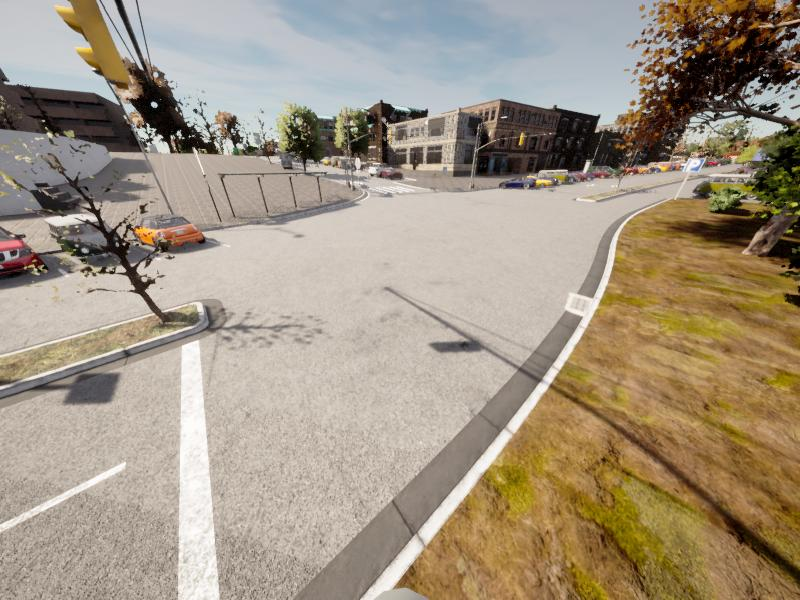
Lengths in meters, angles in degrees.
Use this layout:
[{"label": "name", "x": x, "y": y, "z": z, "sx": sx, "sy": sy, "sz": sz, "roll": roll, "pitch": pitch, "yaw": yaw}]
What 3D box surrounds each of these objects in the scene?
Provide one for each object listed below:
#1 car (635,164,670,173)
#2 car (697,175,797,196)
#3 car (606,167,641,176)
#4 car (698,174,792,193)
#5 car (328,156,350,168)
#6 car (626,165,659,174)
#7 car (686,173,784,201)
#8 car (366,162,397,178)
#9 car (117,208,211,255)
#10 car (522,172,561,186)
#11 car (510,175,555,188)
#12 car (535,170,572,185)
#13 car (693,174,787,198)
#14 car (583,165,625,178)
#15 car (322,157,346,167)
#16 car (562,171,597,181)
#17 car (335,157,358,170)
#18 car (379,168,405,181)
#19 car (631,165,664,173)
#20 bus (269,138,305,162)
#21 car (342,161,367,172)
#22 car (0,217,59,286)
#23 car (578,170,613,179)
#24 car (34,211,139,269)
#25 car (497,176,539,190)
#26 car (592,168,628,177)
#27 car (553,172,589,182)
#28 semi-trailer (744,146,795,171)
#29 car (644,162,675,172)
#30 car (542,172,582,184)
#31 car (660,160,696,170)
[{"label": "car", "x": 60.044, "y": -31.365, "z": 55.174, "sx": 5.366, "sy": 1.575, "sz": 1.946, "roll": 22, "pitch": 38, "yaw": 35}, {"label": "car", "x": 35.730, "y": -12.037, "z": 24.127, "sx": 5.366, "sy": 1.575, "sz": 1.946, "roll": 21, "pitch": 37, "yaw": 31}, {"label": "car", "x": 47.102, "y": -27.159, "z": 48.787, "sx": 5.008, "sy": 1.535, "sz": 2.097, "roll": 21, "pitch": 38, "yaw": 34}, {"label": "car", "x": 37.900, "y": -13.039, "z": 25.682, "sx": 5.366, "sy": 1.575, "sz": 1.946, "roll": 21, "pitch": 38, "yaw": 31}, {"label": "car", "x": -12.791, "y": -29.317, "z": 49.059, "sx": 1.878, "sy": 1.987, "sz": 4.442, "roll": 21, "pitch": 37, "yaw": 23}, {"label": "car", "x": 54.944, "y": -29.664, "z": 52.587, "sx": 4.892, "sy": 1.521, "sz": 2.231, "roll": 22, "pitch": 38, "yaw": 35}, {"label": "car", "x": 30.571, "y": -10.506, "z": 21.390, "sx": 4.442, "sy": 1.987, "sz": 1.878, "roll": 20, "pitch": 38, "yaw": 31}, {"label": "car", "x": -3.124, "y": -22.424, "z": 39.795, "sx": 2.435, "sy": 2.045, "sz": 5.566, "roll": 21, "pitch": 37, "yaw": 23}, {"label": "car", "x": -13.789, "y": -4.164, "z": 13.541, "sx": 4.553, "sy": 1.767, "sz": 2.185, "roll": 15, "pitch": 35, "yaw": 27}, {"label": "car", "x": 21.562, "y": -18.424, "z": 35.211, "sx": 4.553, "sy": 1.767, "sz": 2.185, "roll": 19, "pitch": 36, "yaw": 31}, {"label": "car", "x": 19.246, "y": -17.332, "z": 33.735, "sx": 5.366, "sy": 1.575, "sz": 1.946, "roll": 18, "pitch": 36, "yaw": 31}, {"label": "car", "x": 24.186, "y": -19.390, "z": 36.497, "sx": 4.442, "sy": 1.987, "sz": 1.878, "roll": 19, "pitch": 36, "yaw": 31}, {"label": "car", "x": 33.092, "y": -11.306, "z": 22.797, "sx": 4.553, "sy": 1.767, "sz": 2.185, "roll": 20, "pitch": 37, "yaw": 31}, {"label": "car", "x": 39.365, "y": -24.796, "z": 44.732, "sx": 5.566, "sy": 2.045, "sz": 2.435, "roll": 20, "pitch": 37, "yaw": 33}, {"label": "car", "x": -14.577, "y": -30.665, "z": 51.280, "sx": 1.946, "sy": 1.575, "sz": 5.366, "roll": 21, "pitch": 37, "yaw": 23}, {"label": "car", "x": 31.680, "y": -21.906, "z": 40.851, "sx": 4.674, "sy": 1.452, "sz": 2.002, "roll": 19, "pitch": 36, "yaw": 32}, {"label": "car", "x": -10.866, "y": -27.919, "z": 47.185, "sx": 1.878, "sy": 1.987, "sz": 4.442, "roll": 21, "pitch": 37, "yaw": 23}, {"label": "car", "x": -1.231, "y": -20.775, "z": 38.067, "sx": 2.002, "sy": 1.452, "sz": 4.674, "roll": 21, "pitch": 37, "yaw": 23}, {"label": "car", "x": 57.558, "y": -30.497, "z": 53.847, "sx": 5.008, "sy": 1.535, "sz": 2.097, "roll": 22, "pitch": 37, "yaw": 35}, {"label": "bus", "x": -27.133, "y": -35.990, "z": 55.420, "sx": 3.944, "sy": 4.253, "sz": 10.273, "roll": -23, "pitch": 42, "yaw": -34}, {"label": "car", "x": -8.914, "y": -26.385, "z": 45.522, "sx": 2.231, "sy": 1.521, "sz": 4.892, "roll": 21, "pitch": 37, "yaw": 23}, {"label": "car", "x": -18.453, "y": -2.226, "z": 10.271, "sx": 5.566, "sy": 2.045, "sz": 2.435, "roll": 15, "pitch": 34, "yaw": 27}, {"label": "car", "x": 36.781, "y": -23.674, "z": 43.552, "sx": 4.674, "sy": 1.452, "sz": 2.002, "roll": 20, "pitch": 37, "yaw": 33}, {"label": "car", "x": -16.054, "y": -3.211, "z": 11.856, "sx": 4.442, "sy": 1.987, "sz": 1.878, "roll": 15, "pitch": 34, "yaw": 27}, {"label": "car", "x": 16.543, "y": -16.502, "z": 32.563, "sx": 4.792, "sy": 1.488, "sz": 2.163, "roll": 18, "pitch": 36, "yaw": 31}, {"label": "car", "x": 41.921, "y": -25.455, "z": 46.197, "sx": 5.008, "sy": 1.535, "sz": 2.097, "roll": 20, "pitch": 37, "yaw": 33}, {"label": "car", "x": 29.144, "y": -21.005, "z": 39.471, "sx": 4.674, "sy": 1.452, "sz": 2.002, "roll": 19, "pitch": 37, "yaw": 32}, {"label": "semi-trailer", "x": 82.397, "y": -31.517, "z": 51.497, "sx": 14.254, "sy": 4.402, "sz": 2.717, "roll": -17, "pitch": 34, "yaw": -24}, {"label": "car", "x": 62.903, "y": -32.281, "z": 56.119, "sx": 4.442, "sy": 1.987, "sz": 1.878, "roll": 22, "pitch": 38, "yaw": 35}, {"label": "car", "x": 26.611, "y": -20.140, "z": 38.075, "sx": 4.892, "sy": 1.521, "sz": 2.231, "roll": 19, "pitch": 36, "yaw": 32}, {"label": "car", "x": 73.317, "y": -35.569, "z": 61.045, "sx": 5.566, "sy": 2.045, "sz": 2.435, "roll": 22, "pitch": 38, "yaw": 36}]
